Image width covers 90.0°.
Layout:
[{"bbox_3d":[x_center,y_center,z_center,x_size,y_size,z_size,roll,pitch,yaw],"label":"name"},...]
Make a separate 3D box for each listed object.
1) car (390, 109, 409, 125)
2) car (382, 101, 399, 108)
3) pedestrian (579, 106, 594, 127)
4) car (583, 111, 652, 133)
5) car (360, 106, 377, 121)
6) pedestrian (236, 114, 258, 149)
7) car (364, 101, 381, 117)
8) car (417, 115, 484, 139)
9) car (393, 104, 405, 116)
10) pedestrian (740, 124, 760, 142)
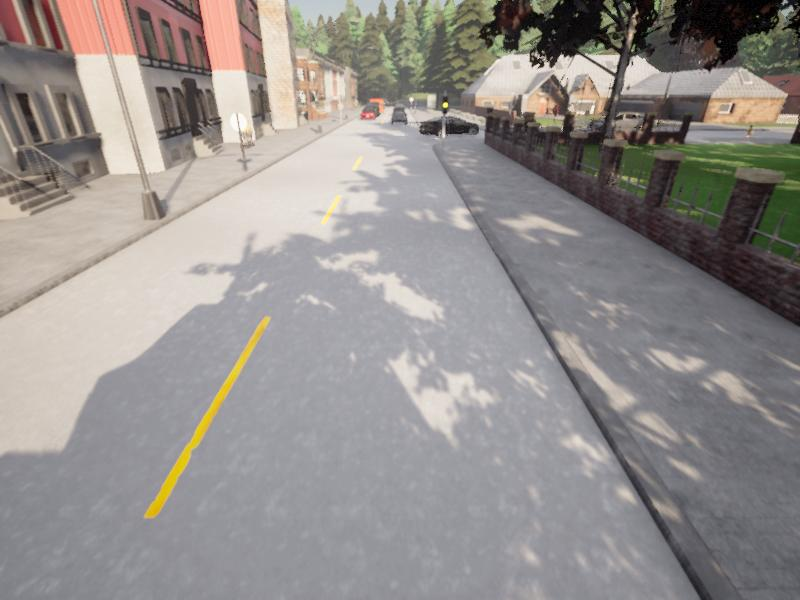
[{"bbox_3d":[-0.092,-20.844,45.545,2.033,1.411,5.357,0,27,0],"label":"car"},{"bbox_3d":[-2.455,-50.530,103.564,2.163,1.488,4.792,17,32,29],"label":"car"},{"bbox_3d":[18.408,-18.101,39.467,0.751,1.860,0.751,-7,28,-13],"label":"pedestrian"},{"bbox_3d":[19.084,-15.727,35.365,4.611,1.667,2.242,0,27,1],"label":"car"},{"bbox_3d":[-4.104,-24.664,52.808,2.007,1.525,4.514,0,27,0],"label":"car"},{"bbox_3d":[-8.983,-9.935,23.552,0.751,1.860,0.751,1,27,1],"label":"pedestrian"},{"bbox_3d":[-4.124,-28.650,59.977,2.150,2.045,5.566,0,27,0],"label":"car"},{"bbox_3d":[3.972,-13.731,31.593,5.008,1.535,1.882,-14,29,-26],"label":"car"},{"bbox_3d":[-0.117,-30.014,63.242,1.837,1.490,4.892,0,28,0],"label":"car"},{"bbox_3d":[23.854,-11.370,27.262,0.500,1.100,0.500,0,27,0],"label":"pedestrian"}]
